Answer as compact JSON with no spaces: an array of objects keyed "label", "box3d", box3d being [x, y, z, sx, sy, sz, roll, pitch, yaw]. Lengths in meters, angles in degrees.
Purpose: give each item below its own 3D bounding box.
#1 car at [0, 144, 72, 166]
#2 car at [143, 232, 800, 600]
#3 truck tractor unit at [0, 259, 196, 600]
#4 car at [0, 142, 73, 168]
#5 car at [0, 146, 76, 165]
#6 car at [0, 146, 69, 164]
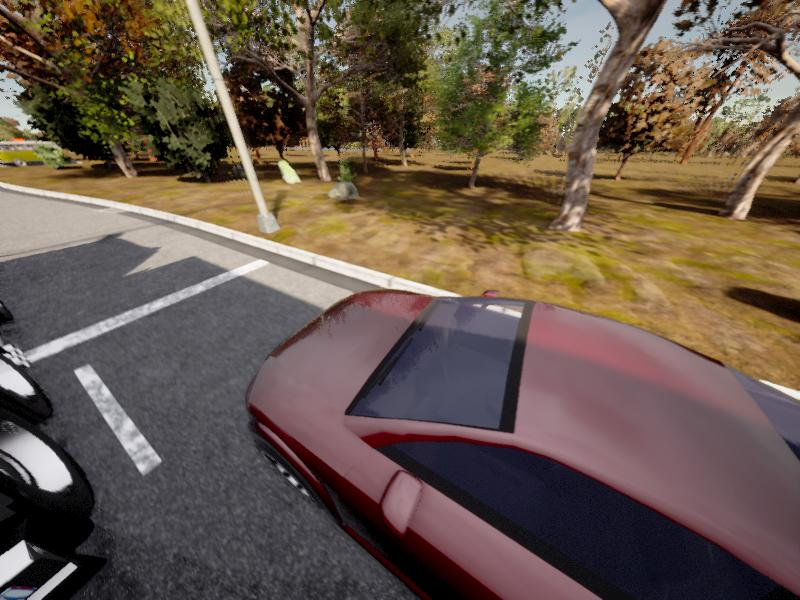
[{"label":"car","box3d":[-39.102,-15.343,24.293,2.185,1.767,4.553,9,35,13]},{"label":"car","box3d":[0.786,0.821,1.620,4.181,1.385,1.994,18,39,24]},{"label":"truck tractor unit","box3d":[-5.105,-0.305,0.791,6.516,4.208,3.053,19,39,25]},{"label":"car","box3d":[-36.707,-14.404,22.757,1.878,1.987,4.442,9,35,13]},{"label":"car","box3d":[-41.443,-16.345,25.960,1.946,1.575,5.366,9,35,13]},{"label":"car","box3d":[-43.933,-17.136,27.102,1.946,1.575,5.366,10,36,13]}]
